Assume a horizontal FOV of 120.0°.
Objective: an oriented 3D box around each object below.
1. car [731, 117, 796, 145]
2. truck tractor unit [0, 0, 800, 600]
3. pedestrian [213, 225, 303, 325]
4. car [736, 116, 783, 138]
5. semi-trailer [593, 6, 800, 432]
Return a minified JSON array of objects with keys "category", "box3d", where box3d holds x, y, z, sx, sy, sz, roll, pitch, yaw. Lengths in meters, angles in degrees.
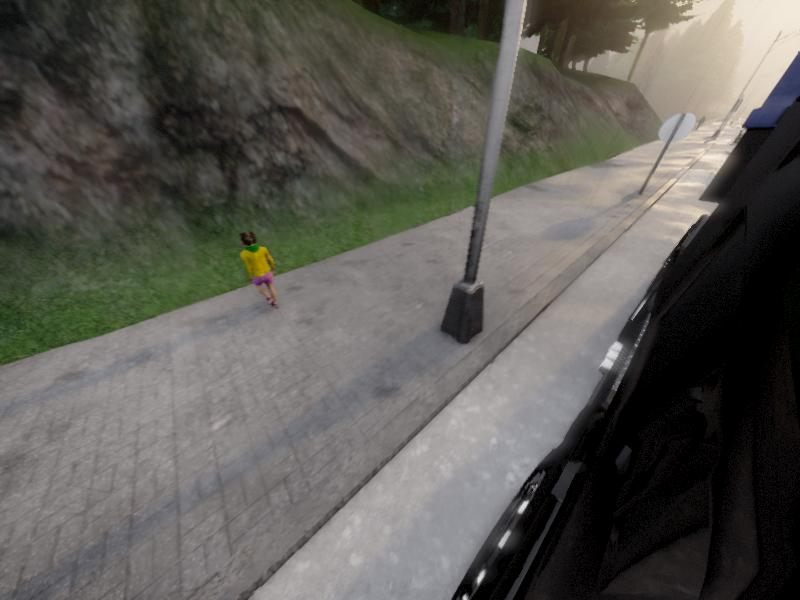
[{"category":"car","box3d":[30.420,-14.287,19.495,4.611,1.667,2.242,-28,44,-30]},{"category":"truck tractor unit","box3d":[2.645,-0.295,0.351,6.516,4.208,3.053,-28,44,-30]},{"category":"pedestrian","box3d":[-1.797,-0.313,3.031,0.500,1.100,0.500,25,45,32]},{"category":"car","box3d":[38.240,-18.501,24.683,4.856,1.649,2.033,-28,44,-30]},{"category":"semi-trailer","box3d":[8.995,-3.377,3.924,14.254,4.402,2.717,-24,42,-26]}]
